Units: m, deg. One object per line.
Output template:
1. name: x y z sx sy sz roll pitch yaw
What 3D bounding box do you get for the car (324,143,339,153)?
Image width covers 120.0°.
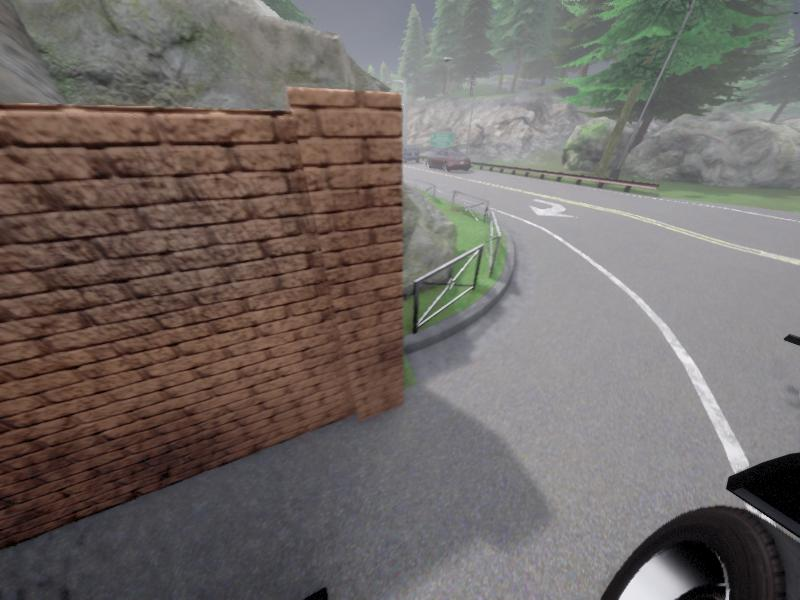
1. car: -13.766 -30.492 46.341 2.128 1.511 4.902 -13 37 -18

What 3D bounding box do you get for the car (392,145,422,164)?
1. car: 0.655 -15.548 24.602 1.789 1.549 3.705 -13 37 -18

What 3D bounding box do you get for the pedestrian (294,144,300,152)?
1. pedestrian: -20.381 -30.065 45.709 0.751 1.300 0.751 -18 38 -23

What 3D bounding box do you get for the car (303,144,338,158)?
1. car: -12.231 -23.187 35.873 2.033 1.649 4.856 21 41 25

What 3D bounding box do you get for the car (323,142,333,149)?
1. car: -22.018 -47.449 70.863 2.163 1.488 4.792 -13 37 -18

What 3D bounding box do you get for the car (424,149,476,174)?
1. car: 3.759 -11.104 18.330 1.994 1.385 4.181 -13 37 -18
